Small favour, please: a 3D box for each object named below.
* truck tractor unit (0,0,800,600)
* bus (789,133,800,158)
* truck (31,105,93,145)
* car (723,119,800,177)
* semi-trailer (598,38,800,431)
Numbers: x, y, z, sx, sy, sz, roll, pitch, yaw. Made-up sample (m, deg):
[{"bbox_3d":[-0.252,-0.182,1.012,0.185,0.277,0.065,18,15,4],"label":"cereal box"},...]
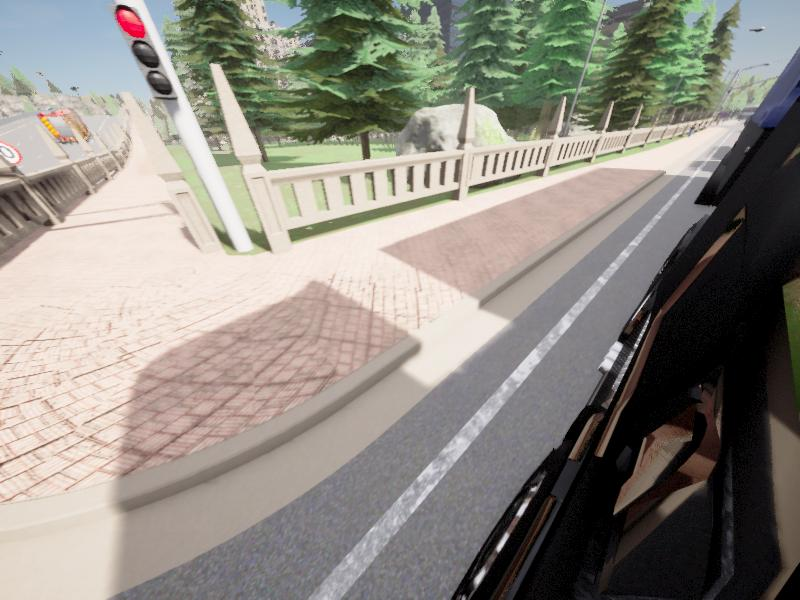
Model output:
[{"bbox_3d":[2.645,-0.295,0.351,6.516,4.208,3.053,-28,44,-30],"label":"truck tractor unit"},{"bbox_3d":[26.124,-10.071,12.050,10.273,4.253,3.944,-29,44,-30],"label":"bus"},{"bbox_3d":[-49.466,-26.031,34.189,2.891,3.827,8.468,-28,50,-30],"label":"truck"},{"bbox_3d":[17.162,-7.115,10.613,4.605,1.855,1.932,-28,44,-30],"label":"car"},{"bbox_3d":[8.675,-3.607,4.271,14.254,4.402,2.717,-28,44,-30],"label":"semi-trailer"}]
